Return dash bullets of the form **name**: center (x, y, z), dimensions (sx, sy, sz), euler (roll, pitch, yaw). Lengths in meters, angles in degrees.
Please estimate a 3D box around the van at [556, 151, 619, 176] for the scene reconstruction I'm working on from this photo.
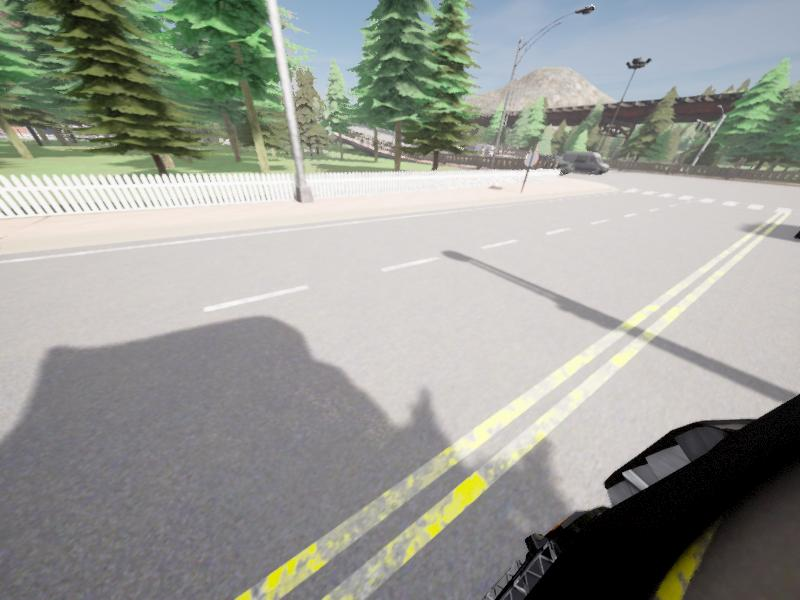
- **van**: center (25.476, -18.797, 31.714), dimensions (1.988, 2.561, 5.915), euler (-18, 39, -28)

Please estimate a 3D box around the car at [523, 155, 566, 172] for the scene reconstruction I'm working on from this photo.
- **car**: center (20.435, -19.458, 32.908), dimensions (1.932, 1.855, 4.605), euler (-18, 38, -28)

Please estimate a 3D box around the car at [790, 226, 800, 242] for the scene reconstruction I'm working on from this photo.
- **car**: center (16.225, -2.904, 7.903), dimensions (4.553, 1.767, 2.097), euler (-17, 38, -27)

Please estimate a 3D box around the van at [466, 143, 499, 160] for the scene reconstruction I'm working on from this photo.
- **van**: center (18.226, -33.129, 51.402), dimensions (2.351, 2.431, 6.366), euler (-18, 44, -28)

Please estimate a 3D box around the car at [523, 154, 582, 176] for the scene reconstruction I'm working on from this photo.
- **car**: center (19.045, -17.150, 29.205), dimensions (2.150, 2.045, 5.566), euler (-17, 39, -27)

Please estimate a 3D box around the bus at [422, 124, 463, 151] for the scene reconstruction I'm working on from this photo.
- **bus**: center (10.629, -42.028, 59.748), dimensions (3.944, 4.253, 10.273), euler (-18, 46, -28)

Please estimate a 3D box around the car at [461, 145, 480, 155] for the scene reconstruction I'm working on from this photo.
- **car**: center (17.467, -37.578, 57.711), dimensions (1.816, 1.474, 4.193), euler (-18, 45, -28)
